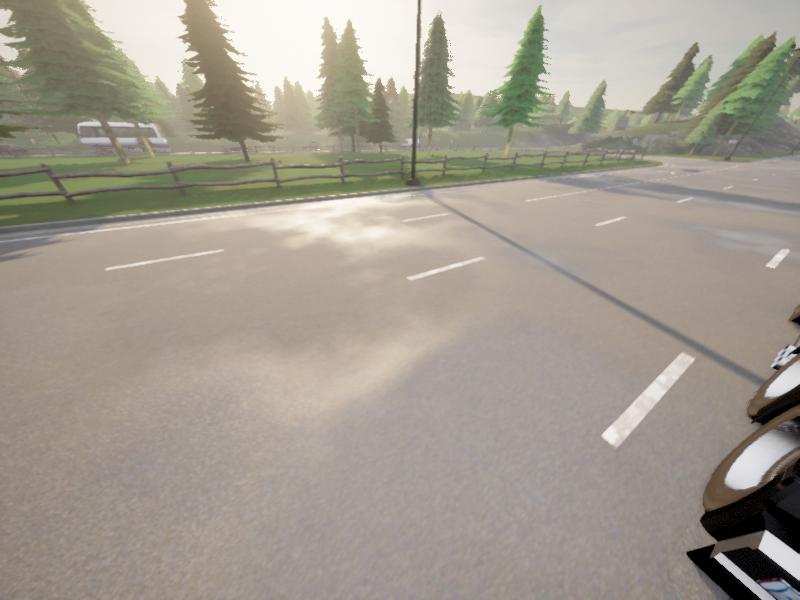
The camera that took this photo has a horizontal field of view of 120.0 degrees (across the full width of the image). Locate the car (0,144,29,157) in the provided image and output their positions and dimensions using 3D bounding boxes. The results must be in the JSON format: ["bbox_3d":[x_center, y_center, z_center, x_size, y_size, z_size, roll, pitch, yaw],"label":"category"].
[{"bbox_3d":[-54.754,-20.036,30.981,4.892,1.490,1.837,-18,39,-24],"label":"car"}]

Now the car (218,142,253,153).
[{"bbox_3d":[-31.765,-29.544,44.789,5.027,1.651,2.152,-15,38,-21],"label":"car"}]

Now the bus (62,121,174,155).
[{"bbox_3d":[-45.139,-26.480,37.936,10.273,4.253,3.944,-18,39,-24],"label":"bus"}]

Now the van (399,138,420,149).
[{"bbox_3d":[2.712,-45.398,67.122,5.915,2.561,1.988,-7,35,-10],"label":"van"}]

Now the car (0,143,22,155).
[{"bbox_3d":[-61.503,-22.485,34.397,5.008,1.535,1.882,-18,39,-24],"label":"car"}]

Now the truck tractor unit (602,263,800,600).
[{"bbox_3d":[5.111,-0.298,0.793,6.516,4.208,3.053,-18,39,-24],"label":"truck tractor unit"}]
